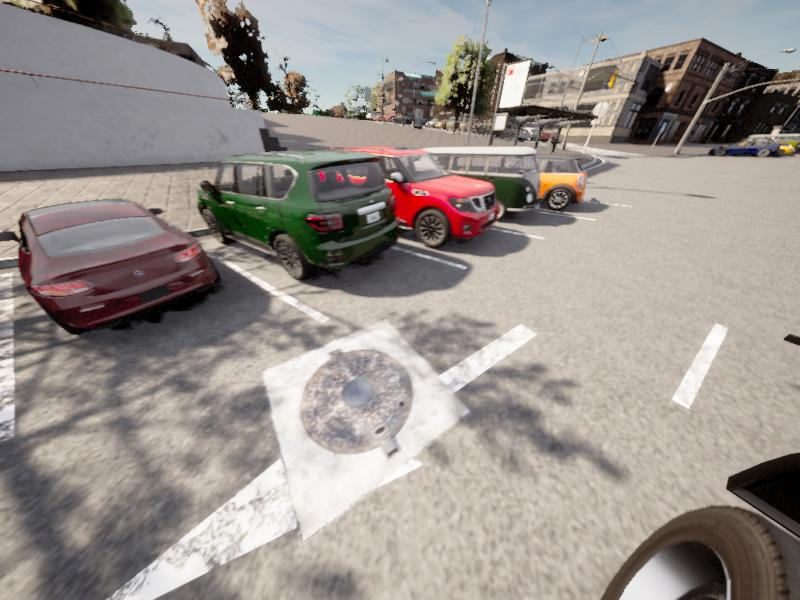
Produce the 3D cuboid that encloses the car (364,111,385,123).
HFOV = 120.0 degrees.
[{"bbox_3d":[-6.607,-48.885,61.638,2.435,2.045,5.566,23,39,28],"label":"car"}]

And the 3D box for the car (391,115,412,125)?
[{"bbox_3d":[0.350,-42.362,54.385,1.946,1.575,5.366,27,43,25],"label":"car"}]

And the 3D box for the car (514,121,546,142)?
[{"bbox_3d":[18.758,-24.270,33.343,2.435,2.045,5.566,27,43,25],"label":"car"}]

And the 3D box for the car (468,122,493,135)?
[{"bbox_3d":[13.696,-29.028,39.152,2.231,1.521,4.892,27,43,25],"label":"car"}]

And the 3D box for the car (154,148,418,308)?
[{"bbox_3d":[-2.627,-2.190,5.282,5.566,2.045,2.435,22,41,29],"label":"car"}]

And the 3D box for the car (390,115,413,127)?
[{"bbox_3d":[0.294,-36.293,46.781,2.128,1.511,4.902,-20,45,-28],"label":"car"}]

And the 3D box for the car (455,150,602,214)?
[{"bbox_3d":[4.938,-4.986,9.393,4.553,1.767,2.185,22,41,30],"label":"car"}]

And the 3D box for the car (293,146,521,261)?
[{"bbox_3d":[-0.079,-3.155,6.624,5.566,2.045,2.435,22,40,29],"label":"car"}]

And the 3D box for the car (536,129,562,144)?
[{"bbox_3d":[20.401,-22.372,31.614,2.002,1.452,4.674,27,43,25],"label":"car"}]

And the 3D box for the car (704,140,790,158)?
[{"bbox_3d":[37.383,-16.473,25.189,4.792,1.488,2.163,25,43,33],"label":"car"}]

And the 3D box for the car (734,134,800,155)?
[{"bbox_3d":[45.477,-19.086,28.332,4.442,1.987,1.878,26,43,34],"label":"car"}]

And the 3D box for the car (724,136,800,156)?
[{"bbox_3d":[42.706,-18.219,27.315,4.553,1.767,2.185,26,42,34],"label":"car"}]

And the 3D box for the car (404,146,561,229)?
[{"bbox_3d":[2.493,-4.078,7.952,4.442,1.987,1.878,22,40,30],"label":"car"}]

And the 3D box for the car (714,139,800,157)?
[{"bbox_3d":[40.216,-17.191,26.097,5.366,1.575,1.946,26,42,33],"label":"car"}]

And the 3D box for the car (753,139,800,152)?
[{"bbox_3d":[53.432,-21.369,31.931,4.674,1.452,2.002,27,43,35],"label":"car"}]

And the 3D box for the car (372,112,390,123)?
[{"bbox_3d":[-4.882,-47.292,59.845,2.185,1.767,4.553,24,41,26],"label":"car"}]

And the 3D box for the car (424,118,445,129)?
[{"bbox_3d":[6.999,-35.637,46.757,2.002,1.452,4.674,28,43,25],"label":"car"}]

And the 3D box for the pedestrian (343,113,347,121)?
[{"bbox_3d":[-10.521,-35.318,44.510,0.500,1.100,0.500,-17,38,-25],"label":"pedestrian"}]

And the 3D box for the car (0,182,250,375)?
[{"bbox_3d":[-5.088,-0.958,4.062,4.674,1.452,2.002,22,41,29],"label":"car"}]

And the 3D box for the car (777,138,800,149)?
[{"bbox_3d":[64.264,-24.557,36.241,5.008,1.535,2.097,28,44,36],"label":"car"}]

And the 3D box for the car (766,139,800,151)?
[{"bbox_3d":[58.831,-22.960,34.116,4.674,1.452,2.002,28,44,35],"label":"car"}]

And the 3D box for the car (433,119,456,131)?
[{"bbox_3d":[8.784,-34.097,44.959,1.946,1.575,5.366,27,43,25],"label":"car"}]

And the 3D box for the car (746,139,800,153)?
[{"bbox_3d":[50.744,-20.554,30.809,4.674,1.452,2.002,27,43,34],"label":"car"}]

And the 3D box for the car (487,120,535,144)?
[{"bbox_3d":[13.066,-20.030,27.516,1.932,1.855,4.605,-20,45,-28],"label":"car"}]

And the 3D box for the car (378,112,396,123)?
[{"bbox_3d":[-3.202,-45.664,57.928,2.185,1.767,4.553,26,42,25],"label":"car"}]

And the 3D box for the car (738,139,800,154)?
[{"bbox_3d":[48.060,-19.773,29.669,4.892,1.521,2.231,26,43,34],"label":"car"}]

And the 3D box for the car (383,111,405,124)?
[{"bbox_3d":[-1.458,-44.105,55.966,2.435,2.045,5.566,27,43,24],"label":"car"}]

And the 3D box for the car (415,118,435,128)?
[{"bbox_3d":[5.306,-37.293,48.645,2.002,1.452,4.674,27,43,25],"label":"car"}]

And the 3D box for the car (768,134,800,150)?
[{"bbox_3d":[61.565,-23.978,35.018,5.566,2.045,2.435,28,43,35],"label":"car"}]

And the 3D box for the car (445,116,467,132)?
[{"bbox_3d":[10.302,-32.471,42.725,1.878,1.987,4.442,28,43,25],"label":"car"}]

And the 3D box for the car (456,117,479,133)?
[{"bbox_3d":[11.982,-30.810,40.829,1.878,1.987,4.442,28,43,25],"label":"car"}]

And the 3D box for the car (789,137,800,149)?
[{"bbox_3d":[69.729,-26.070,38.314,5.008,1.535,2.097,29,44,36],"label":"car"}]
